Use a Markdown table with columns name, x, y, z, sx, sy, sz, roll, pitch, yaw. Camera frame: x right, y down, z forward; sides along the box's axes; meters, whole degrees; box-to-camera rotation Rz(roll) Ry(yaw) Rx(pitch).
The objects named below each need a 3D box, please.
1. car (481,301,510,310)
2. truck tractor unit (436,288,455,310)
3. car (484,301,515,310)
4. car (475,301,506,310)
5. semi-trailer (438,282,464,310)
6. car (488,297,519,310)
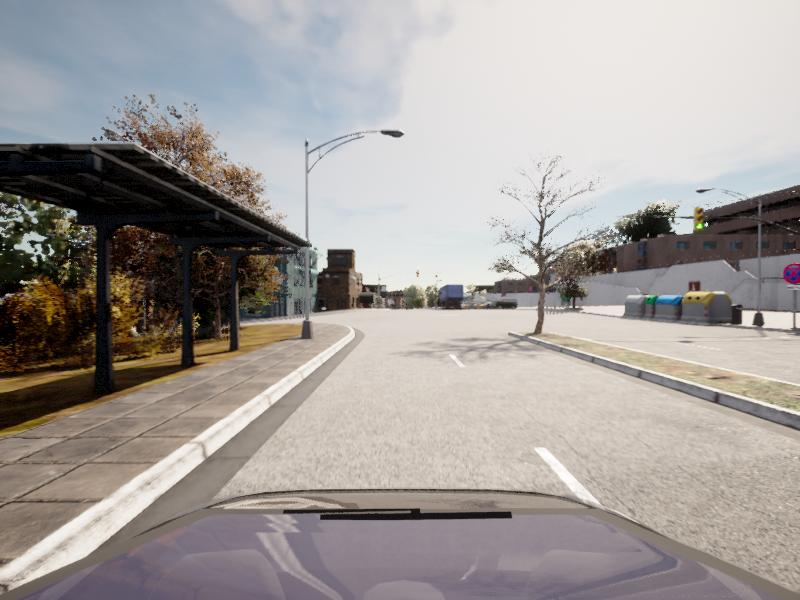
| name | x | y | z | sx | sy | sz | roll | pitch | yaw |
| --- | --- | --- | --- | --- | --- | --- | --- | --- | --- |
| car | 16.929 | 1.026 | 71.007 | 4.674 | 1.452 | 2.002 | 1 | -1 | -20 |
| truck tractor unit | 8.857 | -0.167 | 79.018 | 3.053 | 4.208 | 6.516 | 0 | -1 | 0 |
| car | 16.921 | 0.953 | 68.034 | 4.674 | 1.452 | 2.002 | 1 | -2 | -20 |
| car | 16.754 | 1.052 | 73.921 | 5.366 | 1.575 | 1.946 | 1 | -1 | -20 |
| semi-trailer | 8.860 | -0.460 | 71.107 | 2.717 | 4.402 | 14.254 | 0 | -1 | 0 |
| car | 16.818 | 0.612 | 65.017 | 4.442 | 1.987 | 1.878 | 1 | -1 | -20 |
